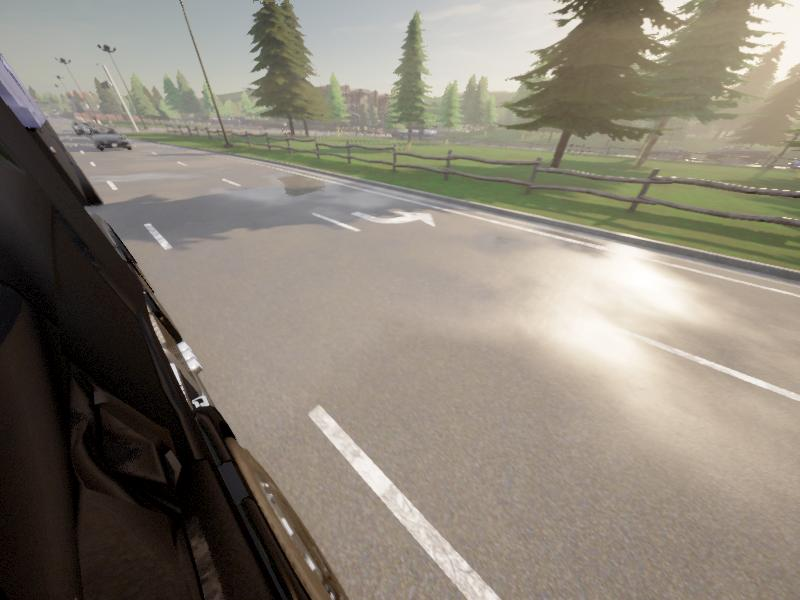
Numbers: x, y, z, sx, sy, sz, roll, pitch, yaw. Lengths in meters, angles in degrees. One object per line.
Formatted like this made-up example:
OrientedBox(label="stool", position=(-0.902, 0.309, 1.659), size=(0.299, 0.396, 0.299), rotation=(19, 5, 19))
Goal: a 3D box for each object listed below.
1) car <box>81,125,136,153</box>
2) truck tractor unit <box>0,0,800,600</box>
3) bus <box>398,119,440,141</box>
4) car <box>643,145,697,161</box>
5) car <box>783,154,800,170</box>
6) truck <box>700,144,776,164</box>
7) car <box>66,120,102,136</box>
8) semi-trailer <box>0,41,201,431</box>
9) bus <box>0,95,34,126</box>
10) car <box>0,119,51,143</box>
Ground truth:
OrientedBox(label="car", position=(-22.312, -12.326, 17.654), size=(4.193, 1.474, 1.816), rotation=(28, 43, 30))
OrientedBox(label="truck tractor unit", position=(-2.645, -0.295, 0.351), size=(6.516, 4.208, 3.053), rotation=(28, 44, 30))
OrientedBox(label="bus", position=(4.641, -43.932, 59.711), size=(10.273, 4.253, 3.944), rotation=(28, 43, 30))
OrientedBox(label="car", position=(41.911, -23.046, 36.084), size=(5.238, 1.638, 1.930), rotation=(28, 43, 30))
OrientedBox(label="car", position=(49.858, -16.026, 27.210), size=(4.514, 1.525, 2.007), rotation=(28, 43, 30))
OrientedBox(label="truck", position=(52.633, -22.965, 36.271), size=(6.274, 2.098, 2.390), rotation=(28, 43, 30))
OrientedBox(label="car", position=(-39.564, -21.484, 28.916), size=(3.806, 1.475, 1.970), rotation=(28, 43, 30))
OrientedBox(label="semi-trailer", position=(-8.699, -3.589, 4.248), size=(14.254, 4.402, 2.717), rotation=(28, 43, 30))
OrientedBox(label="bus", position=(-73.152, -35.104, 42.834), size=(10.273, 4.253, 3.944), rotation=(28, 43, 30))
OrientedBox(label="car", position=(-33.840, -14.968, 20.456), size=(2.128, 1.511, 4.902), rotation=(-26, 45, -33))
